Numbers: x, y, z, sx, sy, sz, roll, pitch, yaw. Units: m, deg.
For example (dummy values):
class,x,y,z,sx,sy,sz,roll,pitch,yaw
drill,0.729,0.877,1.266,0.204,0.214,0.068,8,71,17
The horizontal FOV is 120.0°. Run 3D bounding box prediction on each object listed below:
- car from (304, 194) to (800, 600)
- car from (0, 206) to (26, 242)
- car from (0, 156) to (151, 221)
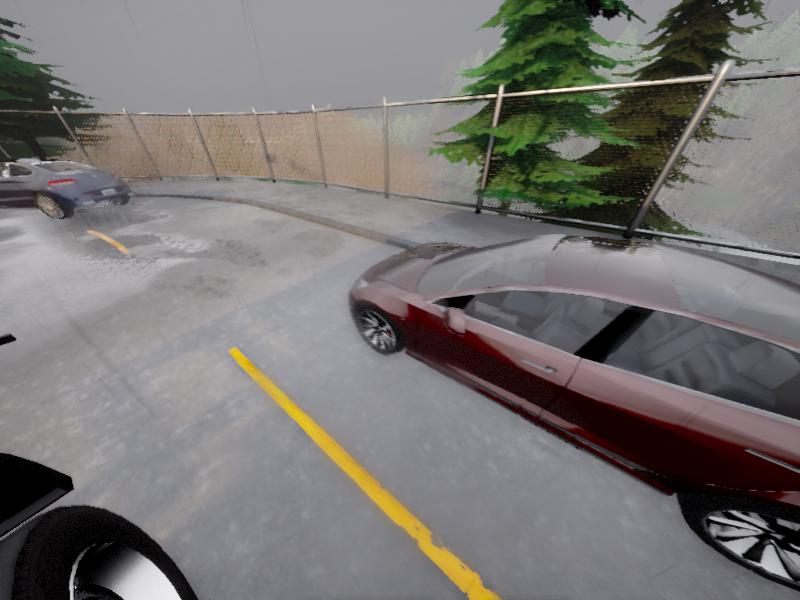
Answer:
class,x,y,z,sx,sy,sz,roll,pitch,yaw
car,1.568,0.173,2.389,4.792,1.488,2.163,23,41,29
car,-12.704,-1.545,4.584,5.238,1.638,1.930,-11,36,-16
car,-12.537,-3.926,7.978,5.027,1.651,2.152,2,35,2
